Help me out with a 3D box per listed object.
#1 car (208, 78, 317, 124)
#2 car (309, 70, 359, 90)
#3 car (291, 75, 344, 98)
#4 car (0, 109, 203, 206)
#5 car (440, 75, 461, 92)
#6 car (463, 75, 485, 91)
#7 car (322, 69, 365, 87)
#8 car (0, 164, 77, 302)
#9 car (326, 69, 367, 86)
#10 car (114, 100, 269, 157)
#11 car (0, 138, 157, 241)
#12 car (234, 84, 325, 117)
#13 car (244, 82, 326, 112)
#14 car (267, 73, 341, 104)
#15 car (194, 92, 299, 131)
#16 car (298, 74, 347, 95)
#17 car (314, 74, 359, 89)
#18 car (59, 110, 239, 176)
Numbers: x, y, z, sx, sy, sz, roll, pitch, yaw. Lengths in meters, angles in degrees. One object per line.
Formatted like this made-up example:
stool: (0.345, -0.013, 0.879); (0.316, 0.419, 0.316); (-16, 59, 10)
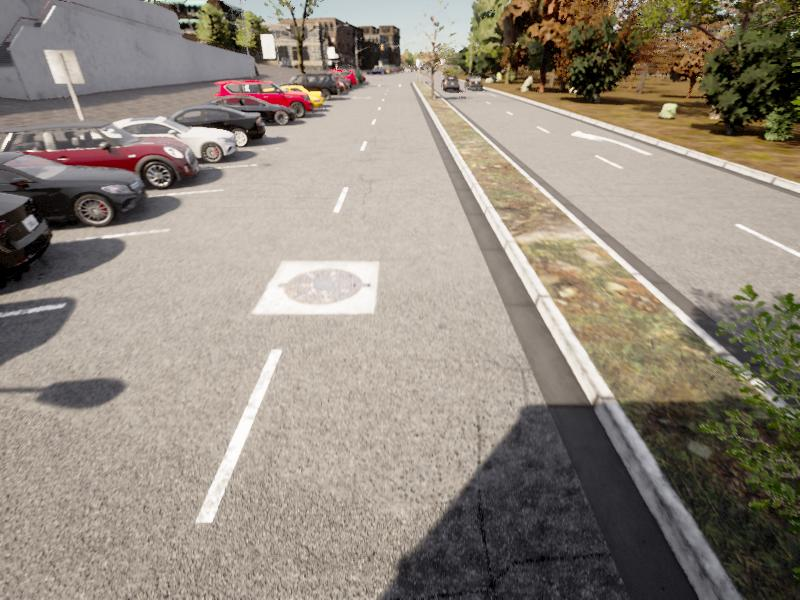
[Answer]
car: (-8.046, -11.832, 23.637); (5.566, 2.045, 2.435); (-11, 32, -17)
car: (-8.092, -27.187, 49.387); (5.566, 2.045, 2.435); (-11, 32, -17)
car: (-8.036, -20.965, 39.144); (4.553, 1.767, 2.185); (-11, 33, -17)
car: (-8.099, -3.973, 10.823); (4.553, 1.767, 2.185); (-11, 32, -17)
car: (5.737, -24.670, 45.538); (1.851, 1.617, 3.988); (0, 31, 0)
car: (8.735, -25.748, 47.409); (1.789, 1.549, 3.705); (0, 31, 0)
car: (-8.069, -31.778, 57.144); (5.566, 2.045, 2.435); (-11, 32, -17)
car: (-8.093, -0.755, 5.740); (4.792, 1.488, 2.163); (-11, 33, -17)
car: (-7.999, -33.324, 59.757); (5.566, 2.045, 2.435); (-11, 32, -16)
car: (-8.060, -6.962, 16.040); (5.008, 1.535, 2.097); (-11, 33, -17)
car: (-8.070, -2.293, 8.346); (4.674, 1.452, 2.002); (-11, 32, -17)
car: (-7.892, -13.194, 26.379); (5.366, 1.575, 1.946); (-11, 32, -17)
car: (-8.239, -14.664, 28.840); (5.366, 1.575, 1.946); (-11, 33, -17)
car: (-8.093, -17.987, 33.903); (5.566, 2.045, 2.435); (-11, 33, -17)
car: (-8.040, -10.043, 21.208); (4.792, 1.488, 2.163); (-11, 32, -17)
car: (-8.099, -22.490, 41.711); (4.553, 1.767, 2.185); (-11, 32, -17)
car: (-8.234, -28.474, 52.054); (5.366, 1.575, 1.946); (-11, 32, -17)
car: (-8.070, -5.381, 13.490); (4.674, 1.452, 2.002); (-11, 32, -17)
